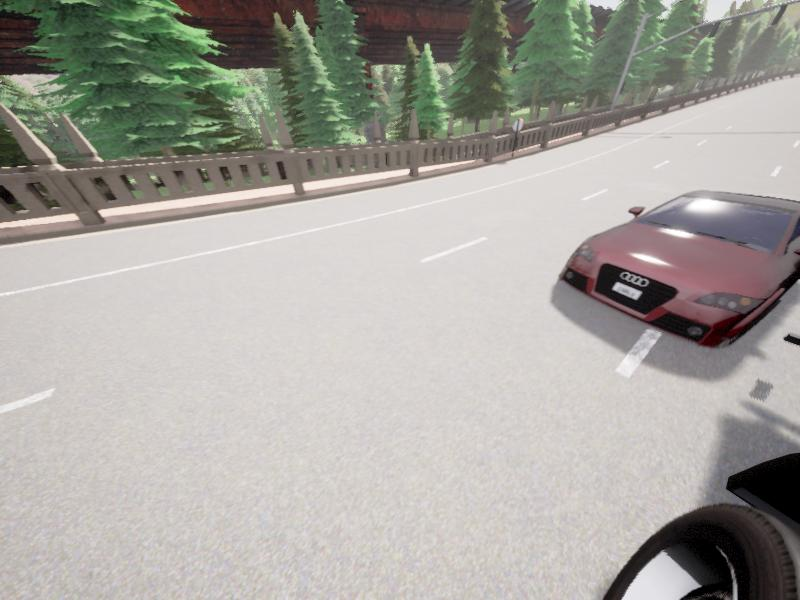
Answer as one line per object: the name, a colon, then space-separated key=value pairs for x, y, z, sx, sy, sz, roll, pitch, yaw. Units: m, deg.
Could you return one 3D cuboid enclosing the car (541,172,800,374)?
car: x=4.741 y=-0.873 z=3.631 sx=4.181 sy=1.385 sz=1.994 roll=-19 pitch=40 yaw=-21
